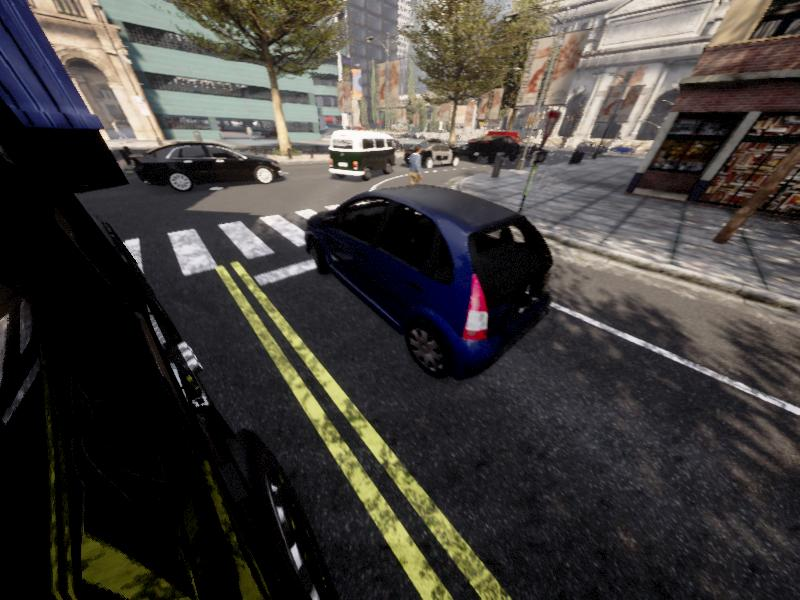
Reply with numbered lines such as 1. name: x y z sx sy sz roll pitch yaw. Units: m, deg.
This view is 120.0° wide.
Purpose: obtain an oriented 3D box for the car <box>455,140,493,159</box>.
1. car: 8.064 -16.418 25.169 3.806 1.475 1.970 -27 46 -34

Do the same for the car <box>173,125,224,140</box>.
1. car: -27.489 -22.991 31.665 4.786 1.482 2.161 -27 46 -34

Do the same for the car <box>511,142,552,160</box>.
1. car: 15.390 -17.397 26.929 4.902 1.511 2.128 -27 46 -34

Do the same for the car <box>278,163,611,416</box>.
1. car: 0.027 -0.818 3.424 1.851 1.617 3.988 -25 45 -32

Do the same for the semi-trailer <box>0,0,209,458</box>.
1. semi-trailer: -10.098 -1.478 1.290 14.254 4.402 2.717 3 35 0

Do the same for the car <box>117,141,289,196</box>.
1. car: -7.526 -5.537 9.434 4.892 1.490 1.837 -27 46 -34

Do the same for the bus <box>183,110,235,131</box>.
1. bus: -54.721 -51.565 66.465 10.273 4.253 3.944 -28 46 -34

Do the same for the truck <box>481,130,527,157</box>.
1. truck: 12.870 -19.295 28.534 5.204 2.467 2.627 -27 46 -34

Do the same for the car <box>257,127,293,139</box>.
1. car: -21.768 -29.318 40.529 4.902 1.511 2.128 -27 46 -34

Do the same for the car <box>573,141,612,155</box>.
1. car: 33.524 -26.548 40.336 2.242 1.667 4.611 -27 46 -34

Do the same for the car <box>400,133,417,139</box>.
1. car: 2.471 -50.619 71.196 2.033 1.411 5.357 -27 46 -34

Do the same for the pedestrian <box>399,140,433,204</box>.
1. pedestrian: 0.539 -4.529 8.229 0.751 1.860 0.751 -23 43 -30

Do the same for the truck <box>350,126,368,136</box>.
1. truck: -14.179 -58.454 79.860 5.204 2.467 2.627 13 38 14

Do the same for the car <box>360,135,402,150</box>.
1. car: -2.359 -20.287 29.823 5.357 1.411 2.033 -27 46 -34

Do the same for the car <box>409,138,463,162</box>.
1. car: 3.430 -14.087 21.582 5.238 1.638 1.930 -27 46 -34

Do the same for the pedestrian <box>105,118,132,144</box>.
1. pedestrian: -24.901 -14.948 20.478 0.751 1.860 0.751 -26 45 -33

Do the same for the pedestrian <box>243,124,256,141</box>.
1. pedestrian: -20.041 -22.369 30.835 0.751 1.860 0.751 28 43 30

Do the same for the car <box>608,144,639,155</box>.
1. car: 40.885 -27.598 42.315 1.789 1.549 3.705 -28 46 -35

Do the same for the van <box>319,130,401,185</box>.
1. van: -1.809 -7.719 12.290 2.069 2.038 4.480 16 38 17

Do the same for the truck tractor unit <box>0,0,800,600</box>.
1. truck tractor unit: -2.645 -0.295 0.352 6.516 4.208 3.053 28 44 30

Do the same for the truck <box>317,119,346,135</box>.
1. truck: -23.169 -58.343 77.997 8.468 3.827 2.891 7 37 5

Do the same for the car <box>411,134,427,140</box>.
1. car: 5.270 -45.658 64.669 1.994 1.385 4.181 -27 46 -34

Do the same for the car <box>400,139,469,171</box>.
1. car: 2.601 -10.832 17.121 5.238 1.638 1.930 -27 46 -34

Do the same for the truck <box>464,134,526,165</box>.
1. truck: 9.057 -14.351 21.909 6.274 2.098 2.390 -27 46 -34
